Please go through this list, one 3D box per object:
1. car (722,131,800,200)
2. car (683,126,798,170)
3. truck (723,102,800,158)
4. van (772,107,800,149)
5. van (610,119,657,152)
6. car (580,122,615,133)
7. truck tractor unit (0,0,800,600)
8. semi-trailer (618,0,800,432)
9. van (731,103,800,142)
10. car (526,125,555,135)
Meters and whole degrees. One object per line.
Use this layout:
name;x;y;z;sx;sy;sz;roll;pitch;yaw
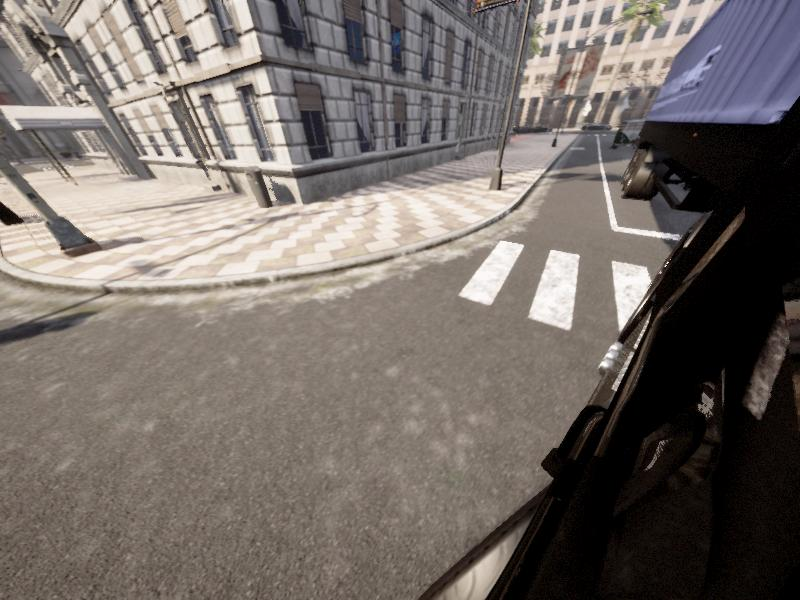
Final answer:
car;13.667;-4.611;7.696;2.007;1.525;4.514;20;42;27
car;17.419;-8.151;12.221;1.837;1.490;4.892;20;43;27
truck;23.333;-10.289;13.900;2.627;2.467;5.204;20;42;28
van;28.793;-11.610;15.270;1.988;2.561;5.915;20;42;28
van;19.037;-13.666;19.089;1.775;1.987;4.442;20;42;28
car;38.703;-33.995;45.454;4.902;1.511;2.128;20;42;28
truck tractor unit;2.645;-0.295;0.351;6.516;4.208;3.053;-28;44;-30
semi-trailer;7.662;-4.153;5.036;2.717;4.402;14.254;23;44;29
van;33.442;-15.929;20.759;1.988;2.561;5.915;20;43;28
car;28.779;-34.984;47.449;4.674;1.442;1.812;22;43;29
